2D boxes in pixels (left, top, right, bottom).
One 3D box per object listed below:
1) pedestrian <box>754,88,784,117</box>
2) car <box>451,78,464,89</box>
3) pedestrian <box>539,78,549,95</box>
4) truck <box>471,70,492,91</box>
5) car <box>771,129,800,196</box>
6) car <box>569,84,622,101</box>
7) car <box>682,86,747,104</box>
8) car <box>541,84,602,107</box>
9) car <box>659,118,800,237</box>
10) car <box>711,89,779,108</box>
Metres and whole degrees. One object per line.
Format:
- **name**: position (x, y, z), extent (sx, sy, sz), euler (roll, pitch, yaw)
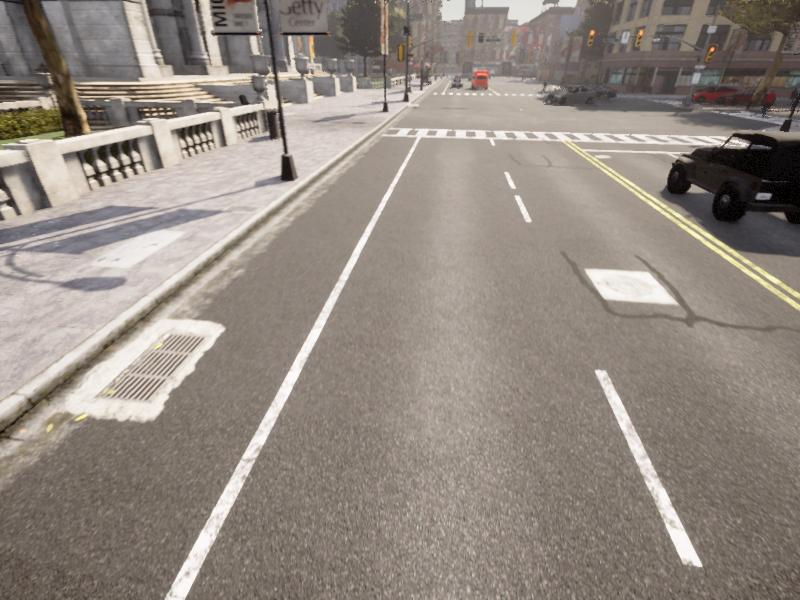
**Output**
- **pedestrian**: position (26.723, -14.313, 28.995), extent (0.751, 1.860, 0.751), euler (7, 31, 11)
- **car**: position (9.251, -34.967, 64.493), extent (1.970, 1.475, 3.806), euler (4, 31, 6)
- **pedestrian**: position (18.147, -26.825, 50.271), extent (0.751, 1.860, 0.751), euler (4, 31, 6)
- **truck**: position (12.313, -33.553, 61.079), extent (2.627, 2.467, 5.204), euler (4, 33, 6)
- **car**: position (11.863, -2.791, 9.397), extent (1.801, 1.575, 5.366), euler (4, 30, 6)
- **car**: position (21.293, -22.657, 43.647), extent (4.674, 1.442, 1.812), euler (20, 36, 30)
- **car**: position (31.747, -20.819, 40.573), extent (4.514, 1.525, 2.007), euler (4, 31, 7)
- **car**: position (15.804, -18.975, 37.044), extent (4.611, 1.667, 2.242), euler (-10, 31, -17)
- **car**: position (8.390, -3.115, 9.592), extent (1.905, 1.878, 3.866), euler (4, 30, 5)
- **car**: position (32.197, -18.918, 37.484), extent (4.181, 1.385, 1.994), euler (3, 30, 5)
